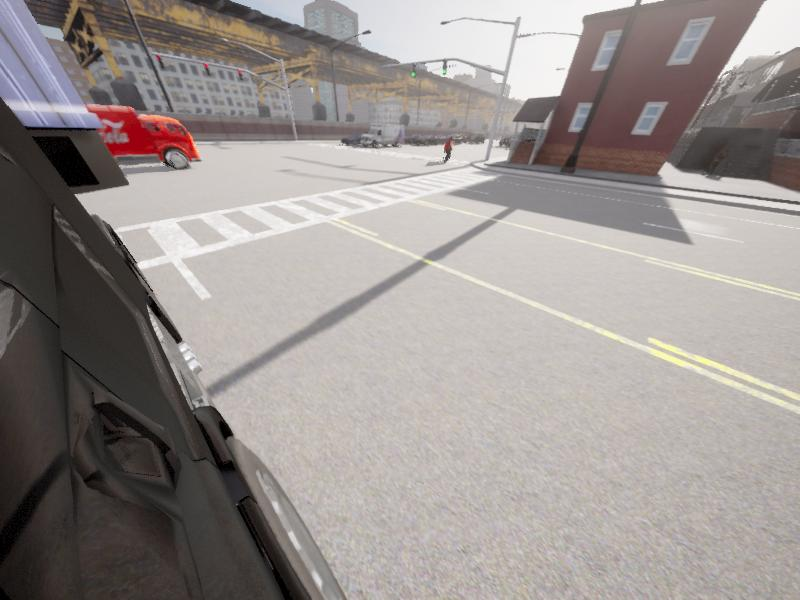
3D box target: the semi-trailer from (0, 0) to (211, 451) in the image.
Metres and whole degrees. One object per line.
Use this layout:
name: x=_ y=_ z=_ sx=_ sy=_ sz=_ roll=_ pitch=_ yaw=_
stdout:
semi-trailer: x=-10.058 y=-1.780 z=1.702 sx=14.254 sy=4.402 sz=2.717 roll=6 pitch=36 yaw=4

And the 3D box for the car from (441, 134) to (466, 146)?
car: x=9.492 y=-28.305 z=40.847 sx=1.837 sy=1.490 sz=4.892 roll=29 pitch=44 yaw=30

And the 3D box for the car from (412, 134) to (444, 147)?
car: x=4.434 y=-24.902 z=36.067 sx=2.033 sy=1.411 sz=5.357 roll=29 pitch=44 yaw=30

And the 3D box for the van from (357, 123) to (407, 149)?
van: x=-2.136 y=-20.898 z=29.441 sx=2.351 sy=2.431 sz=6.366 roll=28 pitch=44 yaw=30

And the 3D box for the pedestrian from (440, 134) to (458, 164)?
pedestrian: x=3.754 y=-11.552 z=17.740 sx=0.751 sy=1.860 sz=0.751 roll=27 pitch=43 yaw=29

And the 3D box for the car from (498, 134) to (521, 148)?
car: x=19.957 y=-28.997 z=42.099 sx=1.932 sy=1.855 sz=4.605 roll=29 pitch=44 yaw=30

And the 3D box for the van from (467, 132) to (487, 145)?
van: x=15.546 y=-32.520 z=46.450 sx=1.775 sy=1.987 sz=4.442 roll=29 pitch=44 yaw=30

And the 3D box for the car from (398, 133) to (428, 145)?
car: x=2.207 y=-26.630 z=38.239 sx=2.033 sy=1.411 sz=5.357 roll=29 pitch=44 yaw=31

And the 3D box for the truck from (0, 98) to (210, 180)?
truck: x=-12.838 y=-7.411 z=10.704 sx=2.627 sy=2.467 sz=5.204 roll=29 pitch=44 yaw=30

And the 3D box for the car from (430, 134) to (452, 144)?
car: x=7.731 y=-30.301 z=43.512 sx=1.994 sy=1.385 sz=4.181 roll=28 pitch=44 yaw=30

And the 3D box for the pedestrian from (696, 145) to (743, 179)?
pedestrian: x=21.065 y=-9.128 z=15.301 sx=0.751 sy=1.860 sz=0.751 roll=14 pitch=38 yaw=15

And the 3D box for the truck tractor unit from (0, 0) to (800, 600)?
truck tractor unit: x=-2.645 y=-0.295 z=0.351 sx=6.516 sy=4.208 sz=3.053 roll=28 pitch=44 yaw=30

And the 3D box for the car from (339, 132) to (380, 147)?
car: x=-5.316 y=-21.627 z=31.083 sx=2.033 sy=1.411 sz=5.357 roll=29 pitch=44 yaw=30

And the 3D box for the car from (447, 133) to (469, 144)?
car: x=11.904 y=-33.186 z=47.376 sx=2.242 sy=1.667 sz=4.611 roll=29 pitch=44 yaw=31
